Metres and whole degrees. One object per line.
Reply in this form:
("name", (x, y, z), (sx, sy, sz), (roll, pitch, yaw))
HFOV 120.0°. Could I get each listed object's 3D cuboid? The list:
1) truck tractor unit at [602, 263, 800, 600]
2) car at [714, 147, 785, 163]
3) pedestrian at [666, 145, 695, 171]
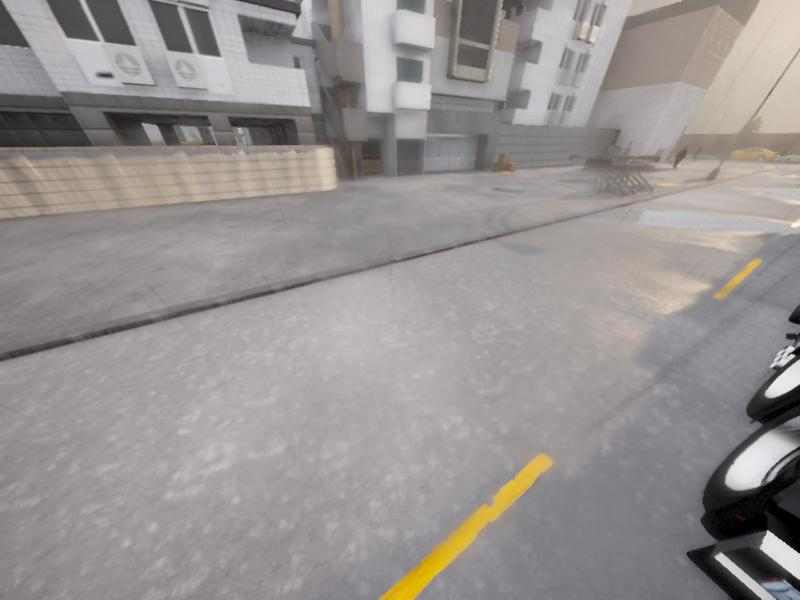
("truck tractor unit", (5.116, -0.291, 0.798), (6.516, 4.208, 3.053), (-18, 39, -25))
("car", (47.182, -19.749, 31.350), (1.882, 1.535, 5.008), (-18, 39, -24))
("pedestrian", (24.402, -12.383, 20.129), (0.751, 1.860, 0.751), (-20, 40, -26))
